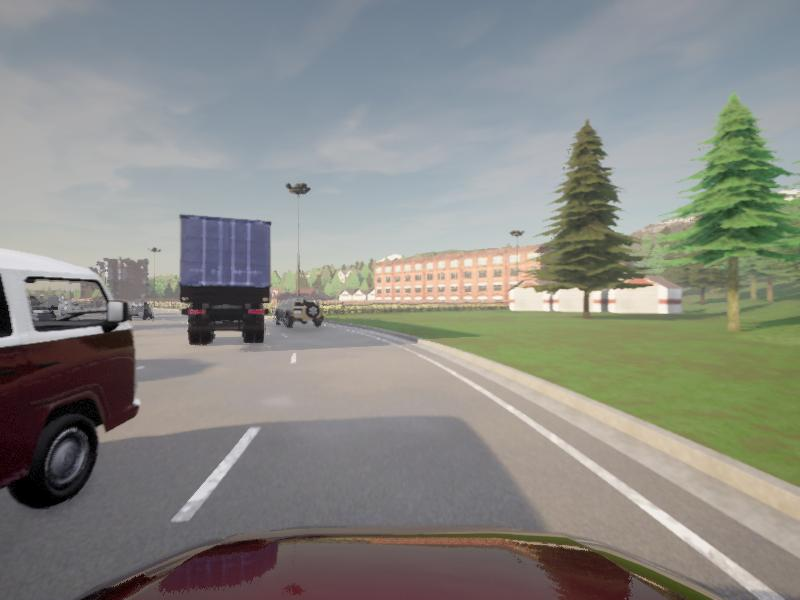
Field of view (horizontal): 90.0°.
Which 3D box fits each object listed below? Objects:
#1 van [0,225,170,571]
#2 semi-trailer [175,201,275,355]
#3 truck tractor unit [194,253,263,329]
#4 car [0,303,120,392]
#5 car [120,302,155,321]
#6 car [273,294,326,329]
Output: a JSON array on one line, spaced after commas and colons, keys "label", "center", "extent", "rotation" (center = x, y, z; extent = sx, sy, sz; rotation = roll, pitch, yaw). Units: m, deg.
[{"label": "van", "center": [-3.375, 0.580, 1.950], "extent": [2.069, 2.038, 4.480], "rotation": [0, 1, -2]}, {"label": "semi-trailer", "center": [-7.897, -0.620, 18.553], "extent": [2.717, 4.402, 14.254], "rotation": [0, 0, -22]}, {"label": "truck tractor unit", "center": [-11.212, -0.515, 25.721], "extent": [3.053, 4.208, 6.516], "rotation": [0, 0, -32]}, {"label": "car", "center": [-7.860, 0.836, 8.542], "extent": [1.845, 1.501, 3.633], "rotation": [0, 0, -13]}, {"label": "car", "center": [-21.777, 0.875, 33.131], "extent": [1.816, 1.474, 4.193], "rotation": [0, 0, -41]}, {"label": "car", "center": [-6.106, 0.654, 23.839], "extent": [1.932, 1.855, 4.605], "rotation": [1, -1, -29]}]
